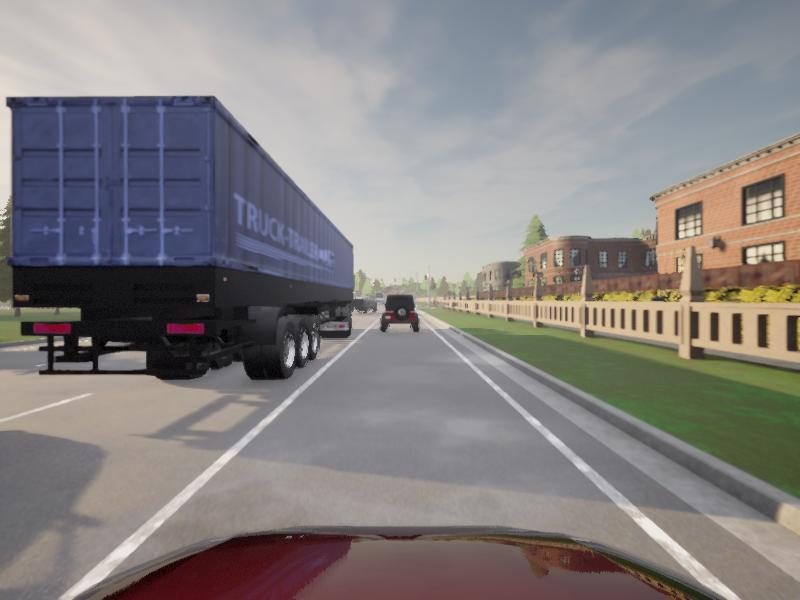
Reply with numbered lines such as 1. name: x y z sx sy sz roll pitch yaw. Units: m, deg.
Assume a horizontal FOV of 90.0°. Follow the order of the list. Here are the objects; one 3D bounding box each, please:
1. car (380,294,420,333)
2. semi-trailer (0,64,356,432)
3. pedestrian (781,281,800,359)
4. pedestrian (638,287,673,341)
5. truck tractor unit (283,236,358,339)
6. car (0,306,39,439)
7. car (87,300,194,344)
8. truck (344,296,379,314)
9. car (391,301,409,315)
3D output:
1. car: -0.003 0.652 21.289 1.905 1.878 3.866 0 0 0
2. semi-trailer: -3.486 -0.613 11.921 2.717 4.402 14.254 0 0 0
3. pedestrian: 9.916 0.488 9.639 0.751 1.860 0.751 0 0 1
4. pedestrian: 9.112 0.489 14.282 0.751 1.860 0.751 0 0 0
5. truck tractor unit: -3.727 -0.517 19.813 3.053 4.208 6.516 0 0 -8
6. car: -5.291 0.839 2.599 2.128 1.511 4.902 1 0 -11
7. car: -10.500 0.793 16.601 1.851 1.617 3.988 0 0 0
8. truck: -4.442 0.555 47.684 2.390 2.098 6.274 0 0 12
9. car: -0.005 0.865 43.792 1.970 1.475 3.806 0 0 0
